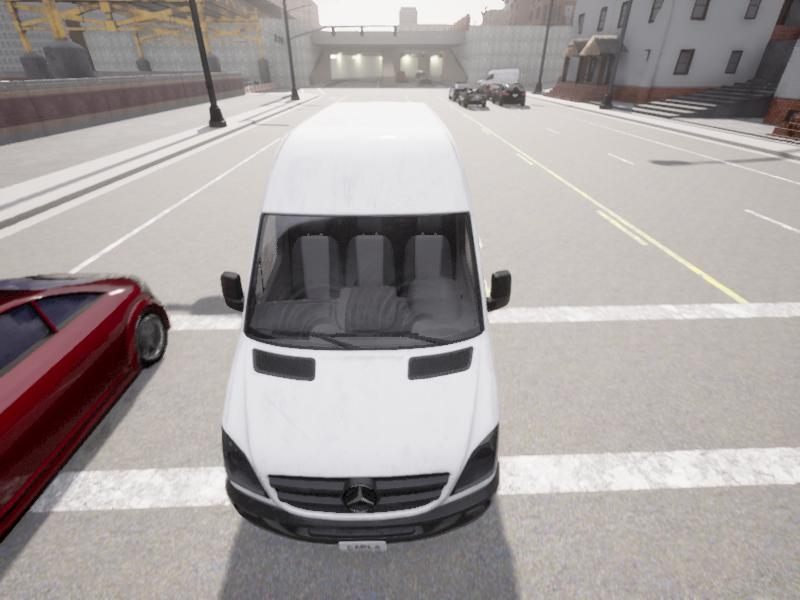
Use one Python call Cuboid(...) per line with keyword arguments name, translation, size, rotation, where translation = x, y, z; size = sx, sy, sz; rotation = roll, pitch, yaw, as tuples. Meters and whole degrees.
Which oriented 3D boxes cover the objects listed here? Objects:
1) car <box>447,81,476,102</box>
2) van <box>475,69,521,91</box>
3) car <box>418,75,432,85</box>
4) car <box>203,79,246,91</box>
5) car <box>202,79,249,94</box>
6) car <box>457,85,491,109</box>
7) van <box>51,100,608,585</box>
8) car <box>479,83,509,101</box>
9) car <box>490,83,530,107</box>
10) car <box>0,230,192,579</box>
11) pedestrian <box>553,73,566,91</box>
Cuboid(name="car", translation=(6.112, -21.037, 40.317), size=(1.930, 1.638, 5.238), rotation=(-1, 30, -2))
Cuboid(name="van", translation=(13.999, -31.647, 57.484), size=(5.915, 2.561, 1.988), rotation=(-1, 31, 3))
Cuboid(name="car", translation=(4.693, -41.523, 75.373), size=(2.038, 1.542, 4.974), rotation=(-1, 30, -2))
Cuboid(name="car", translation=(-22.285, -27.489, 51.081), size=(1.853, 1.218, 4.536), rotation=(25, 39, 36))
Cuboid(name="car", translation=(-22.250, -27.373, 51.193), size=(2.038, 1.542, 4.974), rotation=(25, 39, 36))
Cuboid(name="car", translation=(6.213, -17.407, 34.228), size=(2.007, 1.525, 4.514), rotation=(0, 30, -1))
Cuboid(name="van", translation=(-0.287, -0.673, 4.632), size=(1.988, 2.561, 5.915), rotation=(0, 30, -1))
Cuboid(name="car", translation=(9.705, -21.610, 41.491), size=(1.812, 1.442, 4.674), rotation=(-1, 30, -2))
Cuboid(name="car", translation=(9.686, -18.296, 35.603), size=(2.242, 1.667, 4.611), rotation=(0, 30, -1))
Cuboid(name="car", translation=(-3.754, 0.849, 3.191), size=(1.994, 1.385, 4.181), rotation=(0, 30, -1))
Cuboid(name="pedestrian", translation=(18.976, -25.938, 47.577), size=(0.751, 1.860, 0.751), rotation=(-10, 32, -16))
